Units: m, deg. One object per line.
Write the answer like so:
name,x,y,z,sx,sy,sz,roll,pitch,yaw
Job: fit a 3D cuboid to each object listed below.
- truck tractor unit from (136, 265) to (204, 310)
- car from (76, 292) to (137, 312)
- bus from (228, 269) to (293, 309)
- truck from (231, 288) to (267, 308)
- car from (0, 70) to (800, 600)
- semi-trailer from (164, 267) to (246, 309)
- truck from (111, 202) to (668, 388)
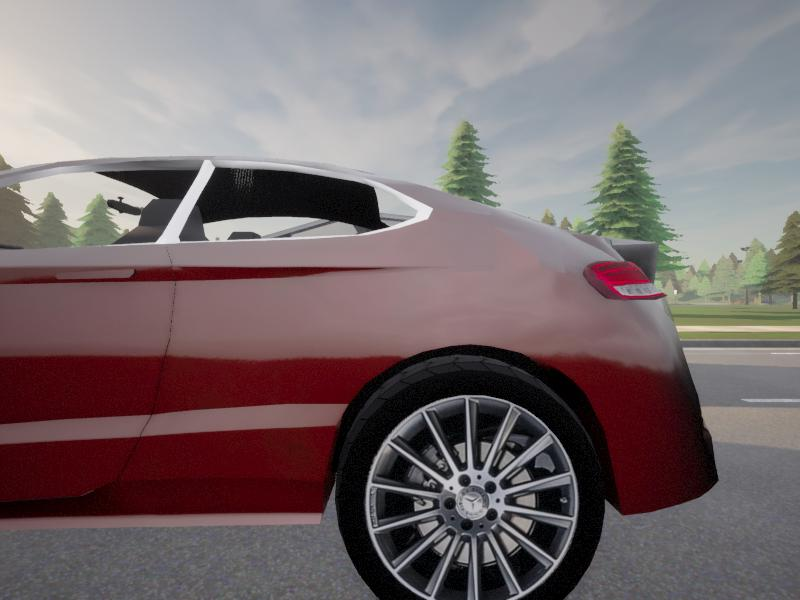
truck tractor unit,-23.113,-1.145,40.694,3.053,4.208,6.516,0,0,1
car,-26.684,0.154,36.599,2.033,1.649,4.856,0,0,1
bus,-15.928,-1.149,46.992,3.944,4.253,10.273,0,0,1
truck,-19.488,-0.263,52.022,2.627,2.467,5.204,0,0,1
car,-1.307,0.179,2.200,5.027,1.651,2.152,0,0,0
semi-trailer,-22.986,-1.240,48.610,2.717,4.402,14.254,0,0,1
truck,-0.117,-0.058,5.701,6.274,2.098,2.390,0,0,0
